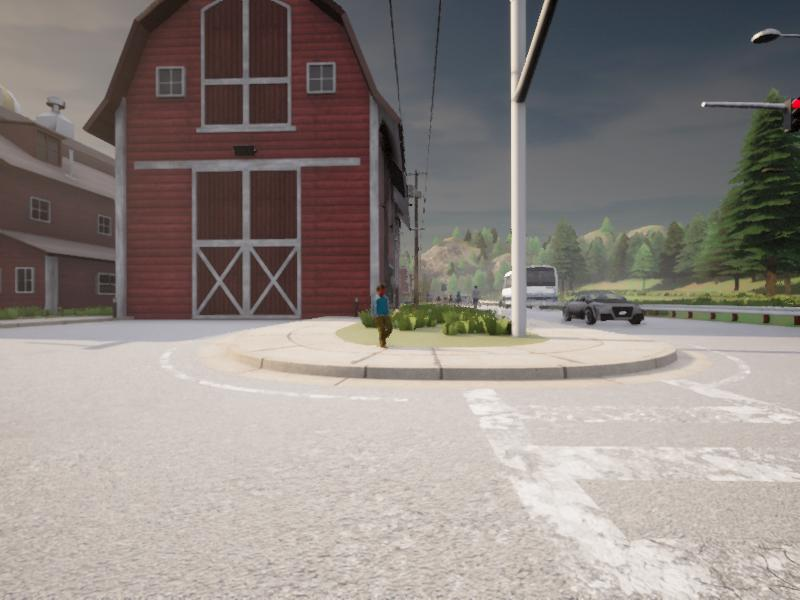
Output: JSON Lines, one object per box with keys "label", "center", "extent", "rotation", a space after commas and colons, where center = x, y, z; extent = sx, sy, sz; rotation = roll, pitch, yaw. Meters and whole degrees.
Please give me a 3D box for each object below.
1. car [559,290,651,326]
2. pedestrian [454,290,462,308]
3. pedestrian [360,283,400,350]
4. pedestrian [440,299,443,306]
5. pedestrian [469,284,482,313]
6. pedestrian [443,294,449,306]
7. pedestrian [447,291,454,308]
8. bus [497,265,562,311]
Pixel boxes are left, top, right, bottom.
{"label": "car", "center": [8.665, 0.318, 17.379], "extent": [1.994, 1.385, 4.181], "rotation": [0, 0, 3]}
{"label": "pedestrian", "center": [6.006, -0.094, 41.265], "extent": [0.751, 1.860, 0.751], "rotation": [0, 0, 1]}
{"label": "pedestrian", "center": [-0.352, 0.269, 6.947], "extent": [0.500, 1.100, 0.500], "rotation": [0, 0, -37]}
{"label": "pedestrian", "center": [6.475, 0.441, 62.448], "extent": [0.500, 1.100, 0.500], "rotation": [0, 0, 7]}
{"label": "pedestrian", "center": [4.987, -0.094, 26.359], "extent": [0.751, 1.860, 0.751], "rotation": [0, 0, 2]}
{"label": "pedestrian", "center": [7.196, 0.060, 62.498], "extent": [0.751, 1.860, 0.751], "rotation": [0, 0, 1]}
{"label": "pedestrian", "center": [5.659, -0.092, 44.652], "extent": [0.751, 1.860, 0.751], "rotation": [0, 0, 11]}
{"label": "bus", "center": [13.296, -1.131, 42.377], "extent": [3.944, 4.253, 10.273], "rotation": [0, 0, 3]}
